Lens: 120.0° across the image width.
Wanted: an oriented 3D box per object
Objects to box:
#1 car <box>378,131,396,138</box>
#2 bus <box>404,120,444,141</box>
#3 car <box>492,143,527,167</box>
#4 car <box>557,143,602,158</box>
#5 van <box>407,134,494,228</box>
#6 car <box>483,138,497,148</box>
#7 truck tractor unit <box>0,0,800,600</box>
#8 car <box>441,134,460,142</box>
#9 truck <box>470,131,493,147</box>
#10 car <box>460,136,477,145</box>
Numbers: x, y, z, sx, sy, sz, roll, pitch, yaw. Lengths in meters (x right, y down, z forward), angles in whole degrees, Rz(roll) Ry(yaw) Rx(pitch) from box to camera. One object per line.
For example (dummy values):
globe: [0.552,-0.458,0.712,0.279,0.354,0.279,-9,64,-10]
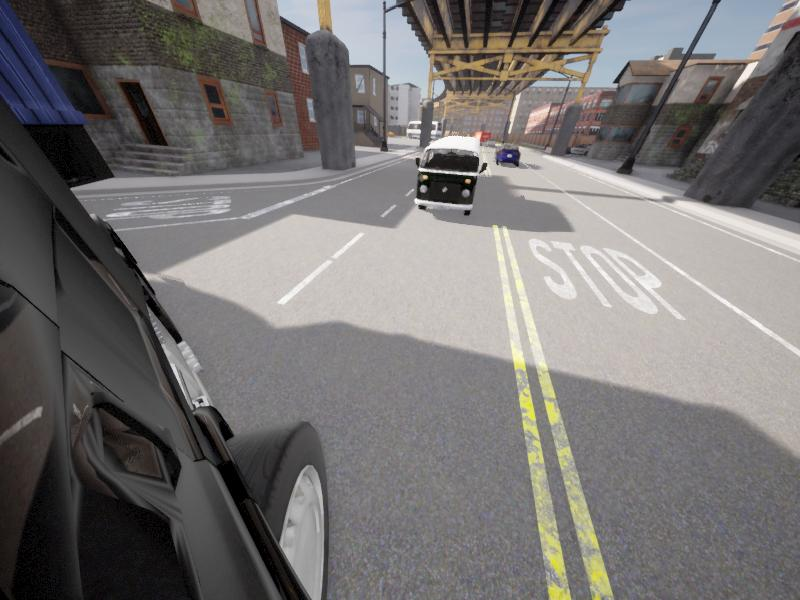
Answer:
car: [-3.992,-50.818,70.807,5.008,1.535,1.882,10,37,10]
bus: [6.762,-48.945,66.737,10.273,4.253,3.944,23,41,25]
car: [9.965,-13.561,21.475,2.163,1.488,4.792,11,37,11]
car: [27.335,-23.018,35.379,2.038,1.542,4.974,-29,47,-35]
van: [1.839,-4.447,8.100,2.069,2.038,4.480,11,39,11]
car: [17.702,-30.911,45.425,1.845,1.501,3.633,8,37,7]
truck tractor unit: [-2.645,-0.295,0.351,6.516,4.208,3.053,28,44,30]
car: [13.552,-43.551,62.240,1.837,1.490,4.892,-22,43,-30]
truck: [17.847,-35.469,50.805,2.627,2.467,5.204,-1,37,-5]
car: [16.760,-39.283,56.791,1.970,1.475,3.806,-10,38,-17]
